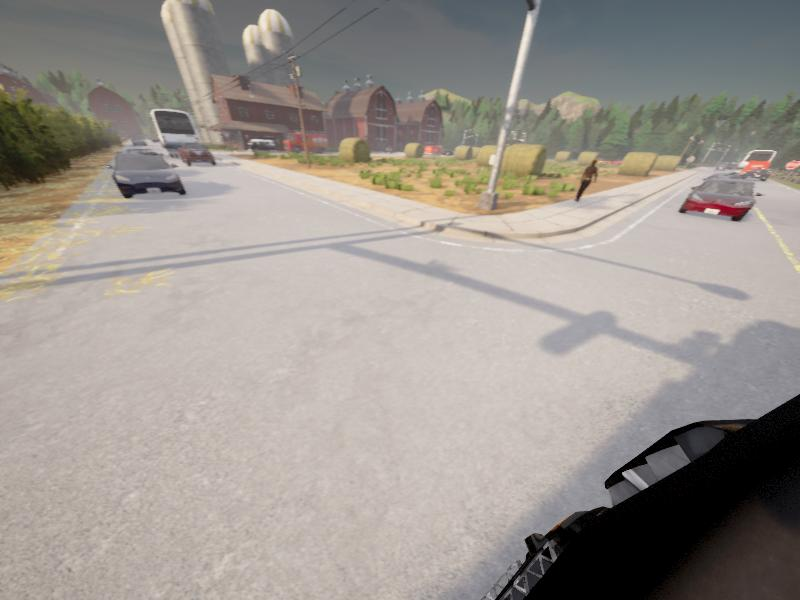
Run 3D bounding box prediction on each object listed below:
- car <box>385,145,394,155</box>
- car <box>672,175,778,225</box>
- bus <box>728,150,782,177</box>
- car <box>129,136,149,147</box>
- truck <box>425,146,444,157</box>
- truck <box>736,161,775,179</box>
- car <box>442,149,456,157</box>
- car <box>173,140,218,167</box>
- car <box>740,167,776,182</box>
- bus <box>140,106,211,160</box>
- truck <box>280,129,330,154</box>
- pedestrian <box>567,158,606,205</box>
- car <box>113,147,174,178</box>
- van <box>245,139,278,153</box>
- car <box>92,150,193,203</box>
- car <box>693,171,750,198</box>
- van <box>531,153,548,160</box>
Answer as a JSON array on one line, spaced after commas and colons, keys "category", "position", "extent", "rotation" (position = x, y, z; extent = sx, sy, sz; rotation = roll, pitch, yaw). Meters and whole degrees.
[{"category": "car", "position": [-3.050, -42.684, 65.602], "extent": [1.905, 1.878, 3.866], "rotation": [9, 36, -1]}, {"category": "car", "position": [15.394, -4.976, 11.119], "extent": [4.792, 1.488, 2.163], "rotation": [-23, 42, -33]}, {"category": "bus", "position": [71.419, -27.752, 46.860], "extent": [10.273, 4.253, 3.944], "rotation": [-23, 42, -33]}, {"category": "car", "position": [-51.251, -31.066, 45.305], "extent": [2.038, 1.542, 4.974], "rotation": [-27, 44, -37]}, {"category": "truck", "position": [10.055, -43.413, 67.422], "extent": [5.204, 2.467, 2.627], "rotation": [-26, 43, -36]}, {"category": "truck", "position": [61.824, -22.812, 40.364], "extent": [5.204, 2.467, 2.627], "rotation": [-23, 42, -33]}, {"category": "car", "position": [15.264, -45.764, 71.862], "extent": [4.605, 1.855, 1.932], "rotation": [-26, 43, -36]}, {"category": "car", "position": [-18.404, -13.230, 20.770], "extent": [2.097, 1.767, 4.553], "rotation": [-26, 43, -36]}, {"category": "car", "position": [53.084, -18.709, 34.340], "extent": [5.027, 1.651, 2.152], "rotation": [-23, 42, -33]}, {"category": "bus", "position": [-25.869, -19.066, 26.754], "extent": [3.944, 4.253, 10.273], "rotation": [-23, 42, -33]}, {"category": "truck", "position": [-19.101, -32.178, 47.218], "extent": [8.468, 3.827, 2.891], "rotation": [-27, 44, -36]}, {"category": "pedestrian", "position": [8.744, -5.580, 10.873], "extent": [0.751, 1.860, 0.751], "rotation": [23, 39, 28]}, {"category": "car", "position": [-16.324, -8.869, 14.777], "extent": [1.994, 1.385, 4.181], "rotation": [-26, 43, -36]}, {"category": "van", "position": [-25.452, -28.298, 42.552], "extent": [4.480, 2.038, 2.069], "rotation": [-26, 43, -36]}, {"category": "car", "position": [-11.155, -5.625, 10.197], "extent": [2.163, 1.488, 4.792], "rotation": [-25, 43, -35]}, {"category": "car", "position": [25.487, -9.282, 18.391], "extent": [5.357, 1.411, 2.033], "rotation": [-23, 42, -33]}, {"category": "van", "position": [48.741, -50.196, 80.917], "extent": [1.775, 1.987, 4.442], "rotation": [-26, 43, -35]}]
